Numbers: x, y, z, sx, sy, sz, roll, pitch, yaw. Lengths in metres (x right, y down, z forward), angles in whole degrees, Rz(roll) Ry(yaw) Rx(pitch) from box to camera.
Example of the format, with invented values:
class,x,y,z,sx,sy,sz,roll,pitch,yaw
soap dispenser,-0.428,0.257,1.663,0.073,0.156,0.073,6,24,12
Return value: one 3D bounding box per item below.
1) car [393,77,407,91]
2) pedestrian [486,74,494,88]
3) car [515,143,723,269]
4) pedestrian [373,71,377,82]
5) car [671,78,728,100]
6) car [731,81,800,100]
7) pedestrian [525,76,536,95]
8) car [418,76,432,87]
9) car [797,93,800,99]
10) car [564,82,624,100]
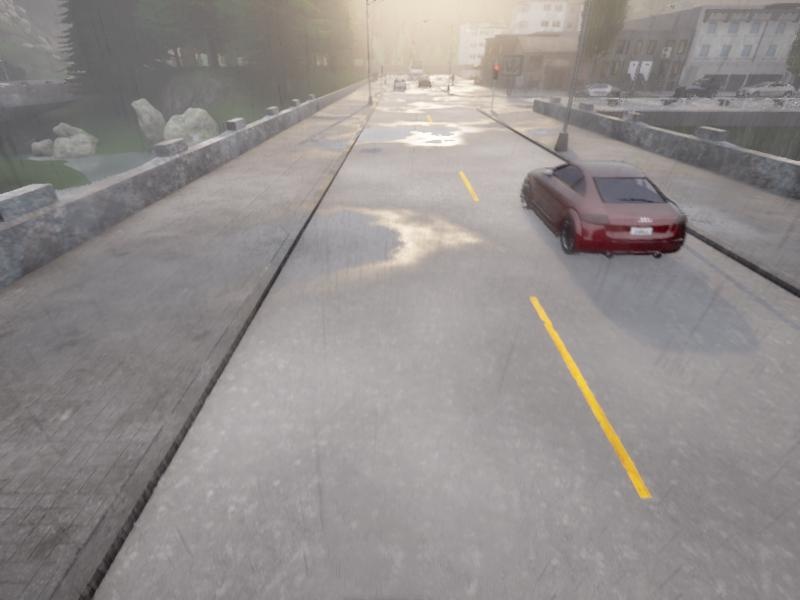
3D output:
class,x,y,z,sx,sy,sz,roll,pitch,yaw
car,-0.012,-30.406,56.282,1.851,1.617,3.988,0,30,0
pedestrian,13.763,-33.427,60.940,0.751,1.860,0.751,-8,31,-14
car,4.014,-2.188,8.365,1.994,1.385,4.181,0,30,0
pedestrian,-5.159,-45.792,82.033,0.751,1.860,0.751,0,30,0
car,30.804,-21.766,41.260,3.866,1.878,1.905,0,30,0
car,37.871,-21.654,41.333,5.027,1.651,2.152,0,30,0
pedestrian,15.082,-24.794,46.184,0.751,1.860,0.751,-3,31,-5
car,4.044,-36.342,66.491,2.038,1.542,4.974,0,30,0
car,44.261,-21.653,41.346,3.988,1.617,1.851,0,30,0
car,19.983,-21.610,41.345,4.974,1.542,2.038,0,30,0
